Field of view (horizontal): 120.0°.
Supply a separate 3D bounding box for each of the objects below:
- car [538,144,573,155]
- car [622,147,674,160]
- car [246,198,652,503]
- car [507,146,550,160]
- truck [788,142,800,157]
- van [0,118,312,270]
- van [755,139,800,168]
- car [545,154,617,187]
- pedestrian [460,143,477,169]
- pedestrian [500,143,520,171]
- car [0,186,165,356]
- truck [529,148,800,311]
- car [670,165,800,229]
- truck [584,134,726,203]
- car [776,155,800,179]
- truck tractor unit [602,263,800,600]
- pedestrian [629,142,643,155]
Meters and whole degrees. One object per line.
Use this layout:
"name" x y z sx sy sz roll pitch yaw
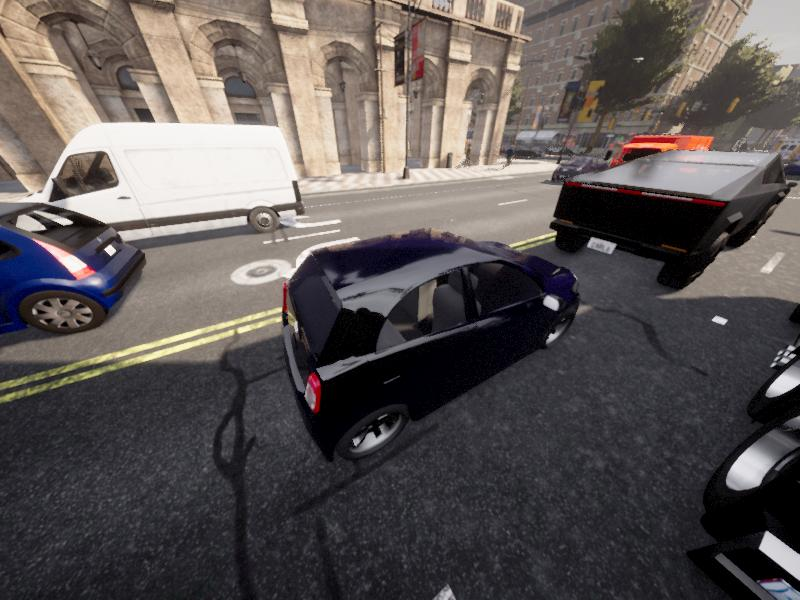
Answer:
"car" 29.075 -28.237 43.372 2.038 1.542 4.974 -18 39 -24
"car" 35.949 -21.368 33.642 1.812 1.442 4.674 -18 39 -24
"car" 0.564 -0.046 2.725 3.633 1.501 1.845 -18 39 -24
"car" 18.592 -21.485 33.630 2.128 1.511 4.902 -18 39 -24
"truck" 71.231 -26.692 39.439 8.468 3.827 2.891 -18 39 -25
"van" -5.826 -3.007 6.046 5.915 2.561 1.988 -18 39 -24
"van" 42.538 -15.340 24.178 6.366 2.431 2.351 -3 35 -5
"car" 11.372 -8.254 14.579 3.633 1.501 1.845 -19 39 -25
"pedestrian" 5.804 -12.253 19.680 0.751 1.860 0.751 -13 37 -18
"pedestrian" 8.971 -11.706 18.917 0.751 1.860 0.751 -18 39 -24
"car" -6.146 -0.215 2.853 3.988 1.617 1.851 -18 39 -24
"truck" 6.358 -2.165 5.309 6.274 2.098 2.390 -18 39 -24
"car" 12.254 -3.862 8.328 3.806 1.475 1.970 -18 39 -25
"truck" 12.485 -6.655 11.467 5.204 2.467 2.627 -18 39 -25
"car" 31.038 -10.042 17.423 4.181 1.385 1.994 -18 39 -25
"truck tractor unit" 5.112 -0.299 0.792 6.516 4.208 3.053 -18 39 -24
"pedestrian" 40.691 -26.141 39.851 0.751 1.860 0.751 -16 38 -21
